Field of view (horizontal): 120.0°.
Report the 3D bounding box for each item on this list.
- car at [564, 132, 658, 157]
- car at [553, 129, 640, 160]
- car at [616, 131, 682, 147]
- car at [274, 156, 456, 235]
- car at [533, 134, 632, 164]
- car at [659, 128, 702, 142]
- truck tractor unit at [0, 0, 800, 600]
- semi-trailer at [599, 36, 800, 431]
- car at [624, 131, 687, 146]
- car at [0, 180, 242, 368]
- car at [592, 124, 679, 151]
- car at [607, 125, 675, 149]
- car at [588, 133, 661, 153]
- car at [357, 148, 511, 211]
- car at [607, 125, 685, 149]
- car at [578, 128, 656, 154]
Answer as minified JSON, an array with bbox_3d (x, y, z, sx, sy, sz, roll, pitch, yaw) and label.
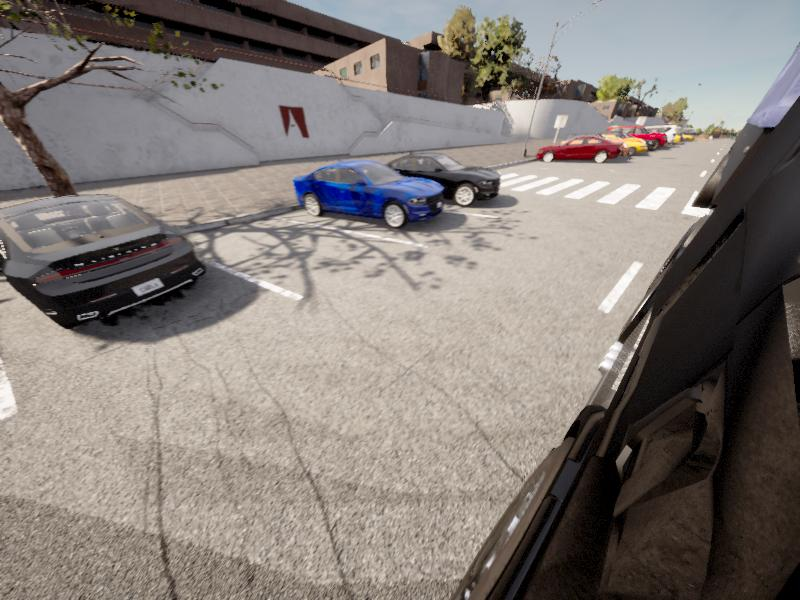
[{"bbox_3d":[17.128,-12.909,19.238,5.366,1.575,1.946,17,39,25],"label":"car"},{"bbox_3d":[14.669,-11.889,17.721,4.553,1.767,2.185,17,39,25],"label":"car"},{"bbox_3d":[30.541,-19.897,28.606,5.008,1.535,2.097,17,38,25],"label":"car"},{"bbox_3d":[-1.123,-3.436,7.141,5.008,1.535,2.097,17,40,25],"label":"car"},{"bbox_3d":[12.442,-10.594,16.241,5.008,1.535,2.097,17,40,25],"label":"car"},{"bbox_3d":[53.295,-31.450,44.045,4.442,1.987,1.878,17,38,25],"label":"car"},{"bbox_3d":[2.645,-0.295,0.351,6.516,4.208,3.053,-28,44,-30],"label":"truck tractor unit"},{"bbox_3d":[8.673,-3.580,4.313,14.254,4.402,2.717,-28,43,-31],"label":"semi-trailer"},{"bbox_3d":[34.910,-22.225,31.796,5.366,1.575,1.946,17,39,25],"label":"car"},{"bbox_3d":[-5.633,-1.040,4.160,4.892,1.521,2.231,17,41,26],"label":"car"},{"bbox_3d":[23.773,-16.645,23.790,5.566,2.045,2.435,17,39,25],"label":"car"},{"bbox_3d":[26.111,-17.755,25.316,4.442,1.987,1.878,17,39,25],"label":"car"},{"bbox_3d":[21.488,-15.253,22.420,4.674,1.452,2.002,17,39,25],"label":"car"},{"bbox_3d":[1.131,-4.636,8.643,5.008,1.535,2.097,16,40,25],"label":"car"},{"bbox_3d":[28.247,-18.961,26.910,5.566,2.045,2.435,17,39,25],"label":"car"},{"bbox_3d":[19.196,-14.231,20.795,4.553,1.767,2.185,17,39,25],"label":"car"}]
